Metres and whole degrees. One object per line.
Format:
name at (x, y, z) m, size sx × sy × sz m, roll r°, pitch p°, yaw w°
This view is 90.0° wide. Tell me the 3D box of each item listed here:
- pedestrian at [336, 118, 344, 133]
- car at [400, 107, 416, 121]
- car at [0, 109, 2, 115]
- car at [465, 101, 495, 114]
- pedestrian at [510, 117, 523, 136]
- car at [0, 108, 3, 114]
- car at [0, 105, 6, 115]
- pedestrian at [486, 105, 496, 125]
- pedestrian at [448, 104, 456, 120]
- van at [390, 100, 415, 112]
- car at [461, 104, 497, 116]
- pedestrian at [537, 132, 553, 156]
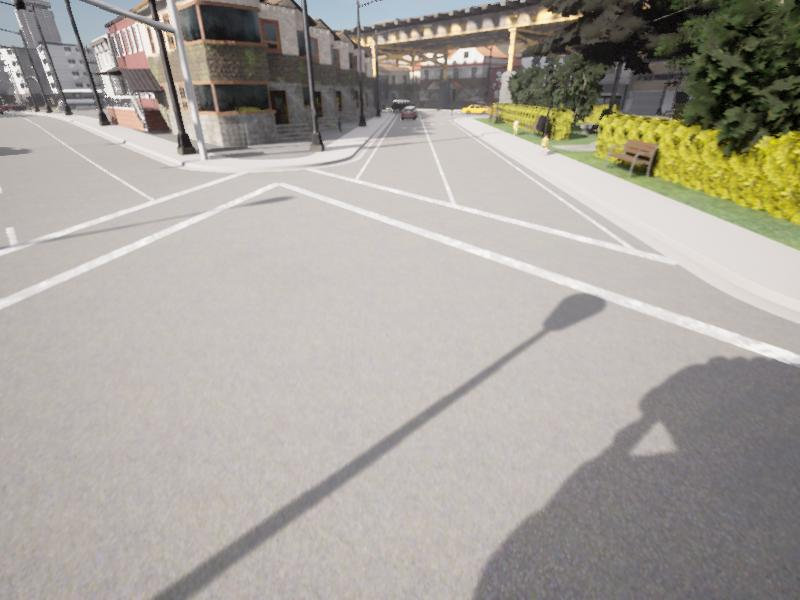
pedestrian at (-4.986, -14.486, 33.201) m, size 0.500 × 1.100 × 0.500 m, roll 2°, pitch 27°, yaw 4°
car at (1.145, -24.554, 52.732) m, size 1.970 × 1.475 × 3.806 m, roll 1°, pitch 27°, yaw 3°
car at (-68.012, -31.791, 66.803) m, size 1.816 × 1.474 × 4.193 m, roll -24°, pitch 34°, yaw -38°
car at (13.671, -32.962, 68.547) m, size 1.932 × 1.855 × 4.605 m, roll -23°, pitch 35°, yaw -37°
pedestrian at (8.876, -13.248, 30.511) m, size 0.751 × 1.300 × 0.751 m, roll 3°, pitch 27°, yaw 6°
car at (-72.799, -34.263, 71.239) m, size 2.150 × 2.045 × 5.566 m, roll -23°, pitch 35°, yaw -38°
car at (-60.838, -28.455, 59.987) m, size 1.994 × 1.385 × 4.181 m, roll -24°, pitch 34°, yaw -38°
pedestrian at (9.338, -19.046, 41.168) m, size 0.751 × 1.860 × 0.751 m, roll 1°, pitch 27°, yaw 2°
pedestrian at (6.722, -24.268, 51.661) m, size 0.751 × 1.860 × 0.751 m, roll 7°, pitch 28°, yaw 13°
van at (0.455, -37.095, 76.508) m, size 2.069 × 2.038 × 4.480 m, roll -23°, pitch 35°, yaw -37°
car at (12.718, -30.910, 64.922) m, size 5.366 × 1.575 × 1.801 m, roll 19°, pitch 33°, yaw 32°
pedestrian at (7.398, -7.945, 20.424) m, size 0.500 × 1.100 × 0.500 m, roll 2°, pitch 27°, yaw 5°
